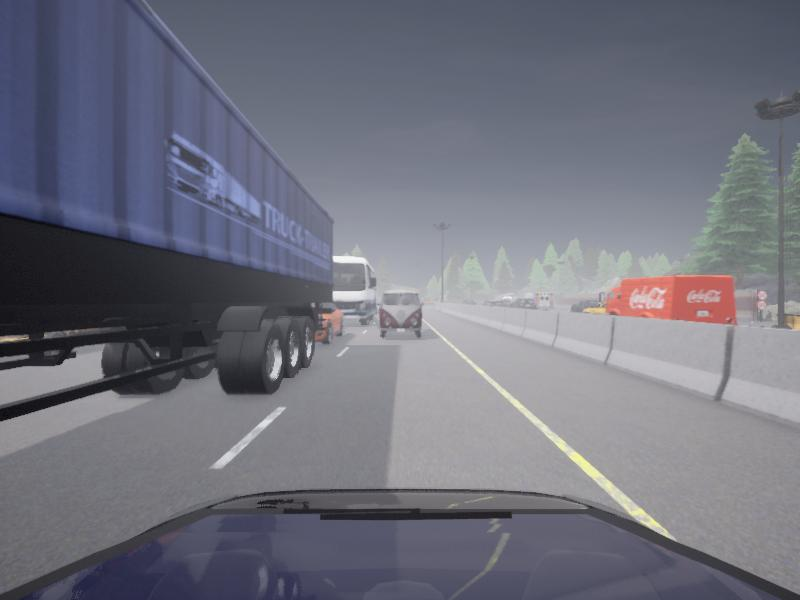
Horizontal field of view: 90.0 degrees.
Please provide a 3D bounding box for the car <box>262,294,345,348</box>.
[{"bbox_3d":[-3.468,0.670,15.366,2.097,1.767,4.553,0,0,0],"label":"car"}]

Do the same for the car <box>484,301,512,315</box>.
[{"bbox_3d":[10.543,0.840,43.163,1.994,1.385,4.181,0,0,0],"label":"car"}]

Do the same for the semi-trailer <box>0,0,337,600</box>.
[{"bbox_3d":[-3.413,-0.627,5.440,2.717,4.402,14.254,0,0,1],"label":"semi-trailer"}]

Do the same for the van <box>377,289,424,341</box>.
[{"bbox_3d":[0.031,0.571,17.405,1.775,1.987,4.442,0,0,0],"label":"van"}]

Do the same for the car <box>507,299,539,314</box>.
[{"bbox_3d":[14.044,0.684,46.015,2.242,1.667,4.611,0,0,0],"label":"car"}]

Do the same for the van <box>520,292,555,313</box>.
[{"bbox_3d":[17.551,0.298,51.434,2.351,2.431,6.366,0,0,0],"label":"van"}]

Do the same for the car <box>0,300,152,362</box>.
[{"bbox_3d":[-10.472,0.782,12.768,1.801,1.575,5.366,0,0,0],"label":"car"}]

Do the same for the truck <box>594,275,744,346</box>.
[{"bbox_3d":[10.528,0.336,16.395,2.627,2.467,5.204,0,0,0],"label":"truck"}]

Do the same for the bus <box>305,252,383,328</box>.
[{"bbox_3d":[-3.343,-0.577,27.512,3.944,4.253,10.273,0,0,0],"label":"bus"}]

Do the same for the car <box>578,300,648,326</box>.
[{"bbox_3d":[14.035,0.760,26.755,1.801,1.575,5.366,0,0,0],"label":"car"}]

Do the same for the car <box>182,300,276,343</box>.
[{"bbox_3d":[-6.968,0.796,16.991,1.882,1.535,5.008,0,0,0],"label":"car"}]

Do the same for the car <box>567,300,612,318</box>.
[{"bbox_3d":[17.541,0.787,37.299,1.837,1.490,4.892,0,0,0],"label":"car"}]
